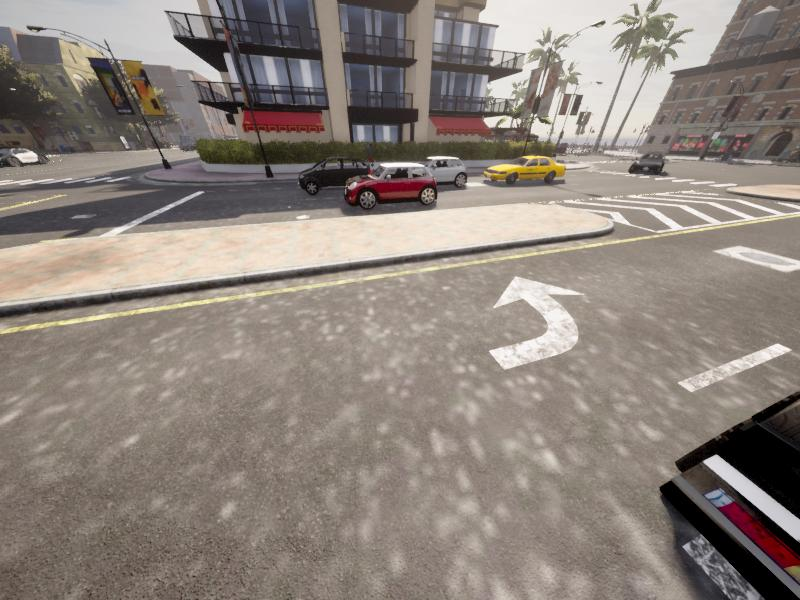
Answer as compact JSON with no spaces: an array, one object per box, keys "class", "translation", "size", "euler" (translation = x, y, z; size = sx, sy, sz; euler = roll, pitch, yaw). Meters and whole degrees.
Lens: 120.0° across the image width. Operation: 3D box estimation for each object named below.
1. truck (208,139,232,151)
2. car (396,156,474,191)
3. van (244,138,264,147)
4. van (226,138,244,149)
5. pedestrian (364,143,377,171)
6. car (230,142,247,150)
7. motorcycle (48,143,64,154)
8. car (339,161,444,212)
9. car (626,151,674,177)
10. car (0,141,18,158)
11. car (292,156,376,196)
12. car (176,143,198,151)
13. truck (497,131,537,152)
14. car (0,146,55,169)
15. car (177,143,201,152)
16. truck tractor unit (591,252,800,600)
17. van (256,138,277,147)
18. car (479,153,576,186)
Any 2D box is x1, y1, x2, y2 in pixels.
[{"class":"truck","translation":[-41.835,-36.177,53.826],"size":[2.390,2.098,6.274],"euler":[-10,36,-15]},{"class":"car","translation":[1.880,-7.318,13.232],"size":[3.806,1.475,1.970],"euler":[-10,36,-14]},{"class":"van","translation":[-51.054,-55.415,81.103],"size":[2.351,2.431,6.366],"euler":[5,35,6]},{"class":"van","translation":[-46.107,-43.985,64.720],"size":[2.351,2.431,6.366],"euler":[-10,36,-15]},{"class":"pedestrian","translation":[-2.296,-11.218,18.159],"size":[0.751,1.860,0.751],"euler":[-10,36,-14]},{"class":"car","translation":[-38.717,-36.973,55.391],"size":[2.033,1.649,4.856],"euler":[-10,36,-15]},{"class":"motorcycle","translation":[-57.957,-25.514,38.886],"size":[2.356,1.277,0.764],"euler":[28,53,34]},{"class":"car","translation":[-0.414,-4.821,9.629],"size":[3.806,1.475,1.970],"euler":[-10,36,-14]},{"class":"car","translation":[20.887,-11.455,19.267],"size":[4.514,1.525,2.007],"euler":[-30,45,-36]},{"class":"car","translation":[-55.522,-20.170,30.922],"size":[3.866,1.878,1.905],"euler":[-8,36,-12]},{"class":"car","translation":[-3.304,-6.441,11.868],"size":[3.705,1.549,1.789],"euler":[-10,36,-14]},{"class":"car","translation":[-48.820,-35.279,53.061],"size":[1.812,1.442,4.674],"euler":[-10,36,-15]},{"class":"truck","translation":[27.092,-37.097,54.135],"size":[2.891,3.827,8.468],"euler":[-10,36,-14]},{"class":"car","translation":[-36.743,-13.531,21.835],"size":[2.038,1.542,4.974],"euler":[-11,36,-16]},{"class":"car","translation":[-42.810,-31.097,47.048],"size":[1.837,1.490,4.892],"euler":[-10,36,-15]},{"class":"truck tractor unit","translation":[5.283,-0.073,0.453],"size":[6.516,4.208,3.053],"euler":[-10,36,-14]},{"class":"van","translation":[-47.175,-56.031,82.014],"size":[2.351,2.431,6.366],"euler":[11,36,15]},{"class":"car","translation":[8.068,-8.448,14.808],"size":[5.366,1.575,1.801],"euler":[-10,36,-14]}]
